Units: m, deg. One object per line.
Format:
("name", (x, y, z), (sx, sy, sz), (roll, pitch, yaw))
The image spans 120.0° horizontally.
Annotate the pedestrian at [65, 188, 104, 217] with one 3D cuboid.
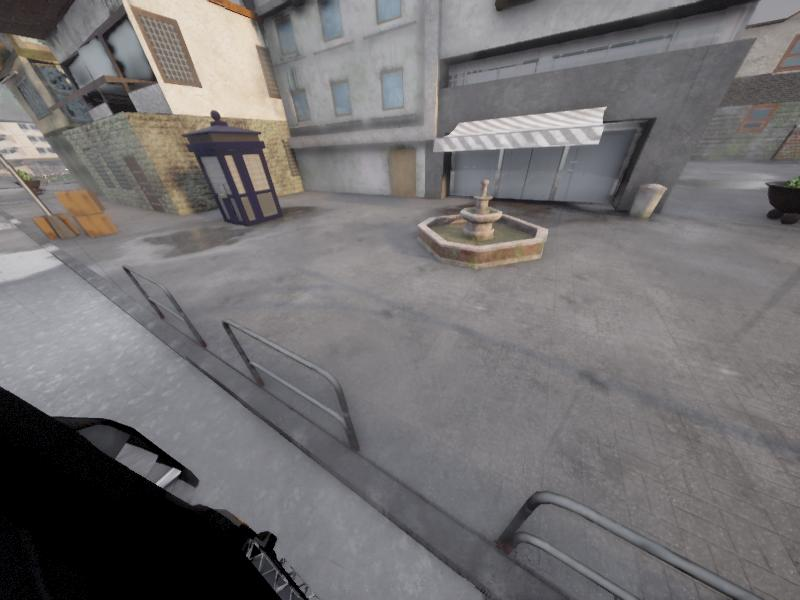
("pedestrian", (-14.248, -4.437, 10.475), (0.500, 1.100, 0.500), (-25, 39, -29))
